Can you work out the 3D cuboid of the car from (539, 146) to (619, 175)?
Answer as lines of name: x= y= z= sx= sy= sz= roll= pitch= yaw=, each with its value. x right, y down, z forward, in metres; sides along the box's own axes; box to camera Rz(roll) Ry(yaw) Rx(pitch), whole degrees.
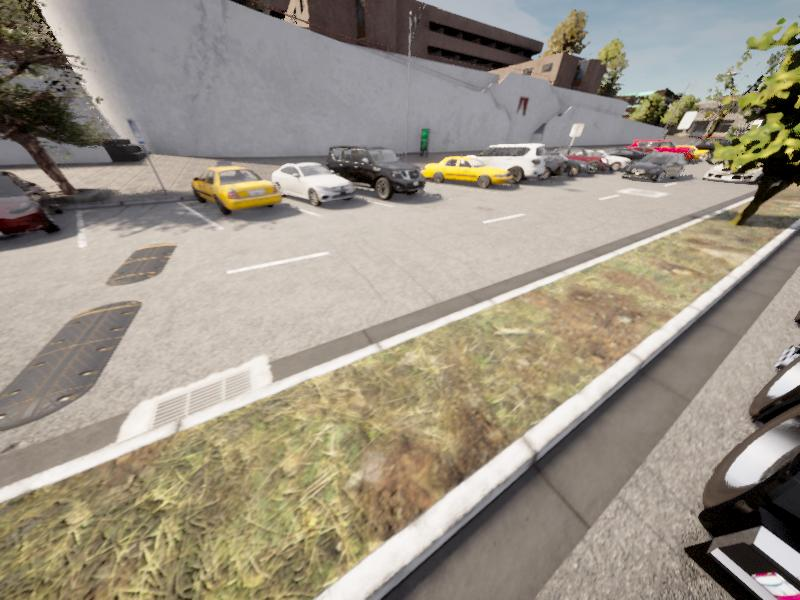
car: x=14.285 y=-11.392 z=18.693 sx=4.553 sy=1.767 sz=2.185 roll=25 pitch=42 yaw=33

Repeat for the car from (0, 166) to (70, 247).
car: x=-11.860 y=-2.840 z=6.696 sx=4.792 sy=1.488 sz=2.163 roll=26 pitch=42 yaw=33

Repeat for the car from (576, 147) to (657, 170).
car: x=19.548 y=-12.994 z=21.119 sx=5.008 sy=1.535 sz=2.097 roll=25 pitch=43 yaw=33

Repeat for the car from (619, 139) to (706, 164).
car: x=27.419 y=-15.789 z=24.534 sx=5.566 sy=2.045 sz=2.435 roll=25 pitch=42 yaw=33

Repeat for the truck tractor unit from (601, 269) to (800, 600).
truck tractor unit: x=5.115 y=-0.297 z=0.767 sx=6.516 sy=4.208 sz=3.053 roll=-18 pitch=39 yaw=-24

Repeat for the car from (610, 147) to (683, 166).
car: x=24.804 y=-14.694 z=23.502 sx=4.792 sy=1.488 sz=2.163 roll=25 pitch=42 yaw=33

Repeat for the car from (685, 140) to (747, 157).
car: x=43.120 y=-20.818 z=31.751 sx=4.553 sy=1.767 sz=2.185 roll=26 pitch=43 yaw=33

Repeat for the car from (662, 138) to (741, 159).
car: x=37.835 y=-19.237 z=29.319 sx=5.566 sy=2.045 sz=2.435 roll=26 pitch=43 yaw=33

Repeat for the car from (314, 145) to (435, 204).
car: x=-1.381 y=-6.388 z=11.393 sx=5.566 sy=2.045 sz=2.435 roll=26 pitch=42 yaw=33

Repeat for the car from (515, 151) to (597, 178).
car: x=11.694 y=-10.385 z=17.581 sx=4.674 sy=1.452 sz=2.002 roll=26 pitch=42 yaw=33

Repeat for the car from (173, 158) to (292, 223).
car: x=-6.791 y=-4.594 z=9.216 sx=5.366 sy=1.575 sz=1.946 roll=26 pitch=42 yaw=33

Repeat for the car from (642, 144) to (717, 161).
car: x=32.487 y=-17.378 z=27.163 sx=5.366 sy=1.575 sz=1.946 roll=25 pitch=43 yaw=33

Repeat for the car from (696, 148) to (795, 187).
car: x=21.464 y=-8.350 z=14.394 sx=4.611 sy=1.667 sz=2.242 roll=-18 pitch=39 yaw=-23

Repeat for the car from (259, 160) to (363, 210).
car: x=-4.029 y=-5.327 z=10.360 sx=4.674 sy=1.452 sz=2.002 roll=26 pitch=42 yaw=33

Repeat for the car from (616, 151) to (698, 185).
car: x=16.849 y=-8.747 z=15.159 sx=4.892 sy=1.490 sz=1.837 roll=-18 pitch=39 yaw=-23

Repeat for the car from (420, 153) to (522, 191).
car: x=3.971 y=-7.805 z=13.856 sx=5.366 sy=1.575 sz=1.946 roll=26 pitch=42 yaw=33

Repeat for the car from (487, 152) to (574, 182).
car: x=9.044 y=-9.549 z=16.385 sx=4.792 sy=1.488 sz=2.163 roll=26 pitch=43 yaw=33

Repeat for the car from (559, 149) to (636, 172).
car: x=16.926 y=-12.104 z=19.961 sx=4.674 sy=1.452 sz=2.002 roll=25 pitch=42 yaw=33

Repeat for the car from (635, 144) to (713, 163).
car: x=30.158 y=-16.388 z=25.775 sx=5.366 sy=1.575 sz=1.946 roll=26 pitch=42 yaw=33

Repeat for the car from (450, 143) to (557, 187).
car: x=6.426 y=-8.931 z=15.030 sx=5.566 sy=2.045 sz=2.435 roll=26 pitch=42 yaw=33
